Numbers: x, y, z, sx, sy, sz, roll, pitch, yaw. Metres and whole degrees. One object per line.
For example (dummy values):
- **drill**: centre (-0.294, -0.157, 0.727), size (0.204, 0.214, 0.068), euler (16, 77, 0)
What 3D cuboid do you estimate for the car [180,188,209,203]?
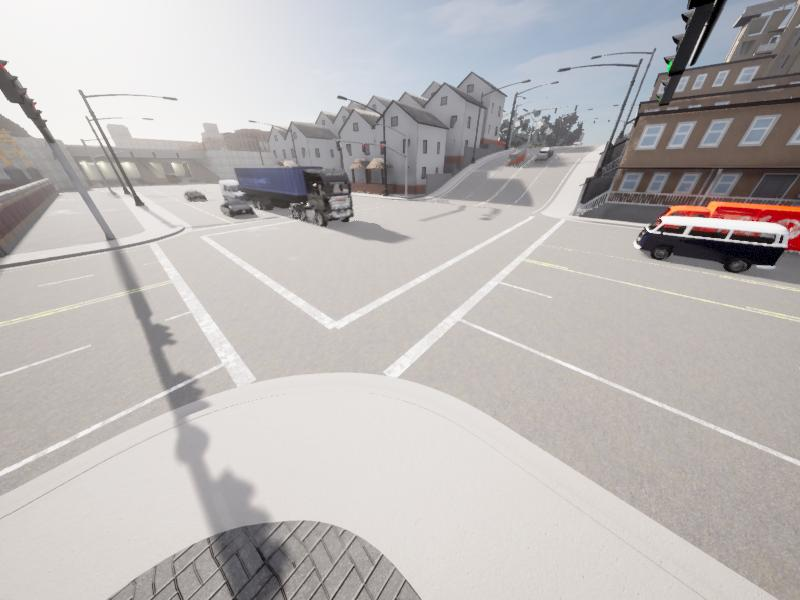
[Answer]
- **car**: centre (-28.966, -14.743, 32.475), size (4.181, 1.385, 1.994), euler (24, 38, 35)

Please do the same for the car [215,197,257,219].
- **car**: centre (-16.066, -9.049, 22.612), size (4.181, 1.385, 1.994), euler (24, 38, 35)

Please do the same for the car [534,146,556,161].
- **car**: centre (24.623, -24.832, 39.187), size (1.970, 1.475, 3.806), euler (23, 50, 34)

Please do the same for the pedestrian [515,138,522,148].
- **pedestrian**: centre (28.160, -37.213, 54.728), size (0.751, 1.860, 0.751), euler (-18, 34, -28)

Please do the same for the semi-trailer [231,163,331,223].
- **semi-trailer**: centre (-12.719, -11.479, 23.756), size (14.254, 4.402, 2.717), euler (24, 38, 35)

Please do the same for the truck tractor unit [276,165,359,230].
- **truck tractor unit**: centre (-6.841, -8.743, 19.225), size (6.516, 4.208, 3.053), euler (25, 38, 37)

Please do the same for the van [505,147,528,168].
- **van**: centre (19.782, -24.212, 39.226), size (1.775, 1.987, 4.442), euler (23, 52, 34)

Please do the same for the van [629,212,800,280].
- **van**: centre (14.561, -2.826, 11.159), size (4.480, 2.038, 2.069), euler (24, 37, 35)

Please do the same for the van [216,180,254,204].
- **van**: centre (-22.248, -14.617, 31.089), size (5.915, 2.561, 1.988), euler (24, 38, 35)

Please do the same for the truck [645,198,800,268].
- **truck**: centre (17.590, -3.925, 12.639), size (5.204, 2.467, 2.627), euler (25, 38, 36)
